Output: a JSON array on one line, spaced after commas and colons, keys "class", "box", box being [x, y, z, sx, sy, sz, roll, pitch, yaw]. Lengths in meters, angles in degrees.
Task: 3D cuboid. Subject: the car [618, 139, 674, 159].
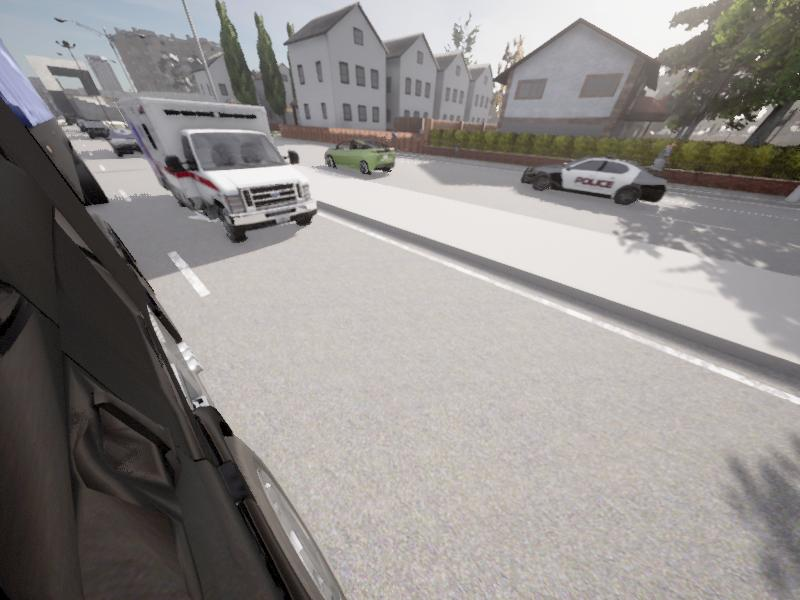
[{"class": "car", "box": [26.493, -16.408, 25.013, 3.806, 1.475, 1.970, 29, 45, 31]}]

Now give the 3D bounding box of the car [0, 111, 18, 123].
[{"class": "car", "box": [-78.303, -35.559, 44.740, 4.605, 1.855, 1.932, 4, 37, 2]}]

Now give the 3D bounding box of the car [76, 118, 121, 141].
[{"class": "car", "box": [-30.830, -17.437, 23.608, 5.238, 1.638, 1.930, 29, 44, 30]}]

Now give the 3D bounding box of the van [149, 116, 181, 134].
[{"class": "van", "box": [-36.046, -26.827, 35.414, 4.480, 2.038, 2.069, 29, 45, 30]}]

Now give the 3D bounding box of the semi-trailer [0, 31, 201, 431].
[{"class": "semi-trailer", "box": [-8.641, -3.641, 4.289, 14.254, 4.402, 2.717, 29, 44, 30]}]

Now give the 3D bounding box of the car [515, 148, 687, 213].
[{"class": "car", "box": [7.960, -5.254, 9.746, 4.974, 1.542, 2.038, 29, 44, 30]}]

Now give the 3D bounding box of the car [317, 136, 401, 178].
[{"class": "car", "box": [-2.335, -8.141, 12.992, 4.514, 1.525, 2.007, 29, 44, 30]}]

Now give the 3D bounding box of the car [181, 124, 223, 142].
[{"class": "car", "box": [-23.163, -19.520, 26.997, 5.357, 1.411, 2.033, 29, 44, 30]}]

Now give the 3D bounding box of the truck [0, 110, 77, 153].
[{"class": "truck", "box": [-25.223, -11.744, 16.008, 6.274, 2.098, 2.390, 29, 44, 30]}]

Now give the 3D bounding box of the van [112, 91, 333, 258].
[{"class": "van", "box": [-4.832, -3.644, 6.149, 6.366, 2.431, 2.351, 30, 45, 31]}]

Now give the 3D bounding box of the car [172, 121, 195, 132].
[{"class": "car", "box": [-38.251, -30.640, 40.756, 3.633, 1.501, 1.845, 29, 44, 31]}]

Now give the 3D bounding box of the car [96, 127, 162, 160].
[{"class": "car", "box": [-17.831, -10.341, 15.148, 5.357, 1.411, 2.033, 30, 45, 32]}]

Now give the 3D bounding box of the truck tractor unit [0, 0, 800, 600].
[{"class": "truck tractor unit", "box": [-2.645, -0.295, 0.351, 6.516, 4.208, 3.053, 28, 44, 30]}]

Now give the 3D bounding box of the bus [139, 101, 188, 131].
[{"class": "bus", "box": [-46.515, -36.228, 45.457, 10.273, 4.253, 3.944, 32, 47, 31]}]

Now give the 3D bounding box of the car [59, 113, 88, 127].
[{"class": "car", "box": [-59.571, -32.856, 42.198, 3.866, 1.878, 1.905, 24, 42, 25]}]

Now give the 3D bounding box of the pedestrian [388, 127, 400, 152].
[{"class": "pedestrian", "box": [-0.524, -14.742, 21.257, 0.751, 1.860, 0.751, 29, 44, 31]}]

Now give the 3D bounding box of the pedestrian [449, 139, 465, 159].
[{"class": "pedestrian", "box": [4.555, -12.053, 18.447, 0.751, 1.300, 0.751, 26, 43, 28]}]

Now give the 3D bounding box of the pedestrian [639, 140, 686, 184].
[{"class": "pedestrian", "box": [13.647, -7.234, 12.113, 0.751, 1.860, 0.751, 24, 42, 26]}]
